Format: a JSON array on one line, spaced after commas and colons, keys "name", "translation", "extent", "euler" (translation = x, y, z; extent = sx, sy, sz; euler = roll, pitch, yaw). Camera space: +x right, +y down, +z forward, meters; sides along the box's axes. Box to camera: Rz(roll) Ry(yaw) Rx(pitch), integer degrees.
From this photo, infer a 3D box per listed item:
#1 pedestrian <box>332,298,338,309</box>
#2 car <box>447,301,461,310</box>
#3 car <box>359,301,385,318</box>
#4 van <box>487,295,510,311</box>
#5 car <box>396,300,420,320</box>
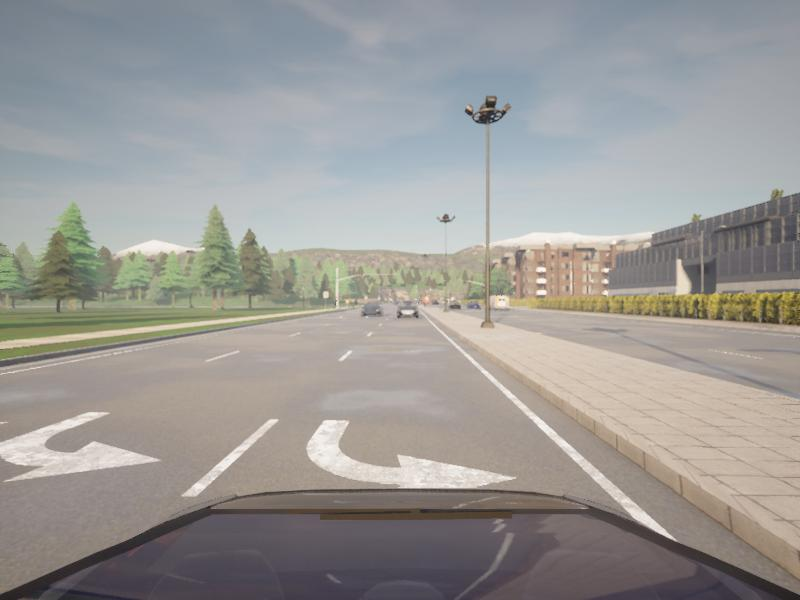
[{"name": "pedestrian", "translation": [-10.877, 0.584, 67.066], "extent": [0.751, 1.860, 0.751], "euler": [0, 0, 4]}, {"name": "car", "translation": [9.596, 0.906, 71.285], "extent": [2.038, 1.542, 4.974], "euler": [0, 0, 1]}, {"name": "car", "translation": [-2.701, 0.885, 39.352], "extent": [2.038, 1.542, 4.974], "euler": [0, 0, 1]}, {"name": "van", "translation": [16.509, 0.477, 67.370], "extent": [2.351, 2.431, 6.366], "euler": [0, 0, 1]}, {"name": "car", "translation": [0.717, 0.832, 36.085], "extent": [2.033, 1.649, 4.856], "euler": [0, 0, 1]}]
